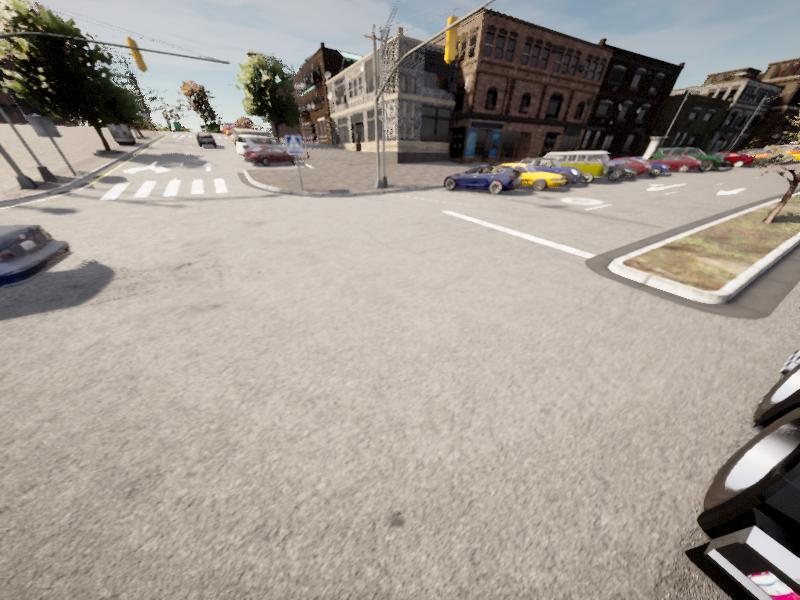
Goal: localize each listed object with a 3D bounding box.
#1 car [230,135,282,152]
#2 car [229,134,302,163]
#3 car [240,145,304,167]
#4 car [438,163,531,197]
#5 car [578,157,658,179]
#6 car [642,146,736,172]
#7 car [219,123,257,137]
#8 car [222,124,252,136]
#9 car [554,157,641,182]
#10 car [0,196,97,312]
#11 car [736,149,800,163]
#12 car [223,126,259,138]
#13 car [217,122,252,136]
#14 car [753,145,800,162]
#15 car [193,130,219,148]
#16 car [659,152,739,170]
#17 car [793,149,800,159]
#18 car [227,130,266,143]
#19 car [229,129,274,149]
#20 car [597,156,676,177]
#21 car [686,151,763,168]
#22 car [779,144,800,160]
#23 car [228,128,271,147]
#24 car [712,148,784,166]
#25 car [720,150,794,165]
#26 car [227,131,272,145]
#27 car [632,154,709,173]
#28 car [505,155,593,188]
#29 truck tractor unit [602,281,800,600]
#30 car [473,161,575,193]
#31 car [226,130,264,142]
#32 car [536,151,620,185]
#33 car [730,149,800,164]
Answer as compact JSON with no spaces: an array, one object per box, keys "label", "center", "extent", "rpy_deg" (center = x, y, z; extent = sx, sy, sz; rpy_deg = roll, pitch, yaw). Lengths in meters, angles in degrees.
[{"label":"car","center":[-18.183,-19.912,29.369],"extent":[2.231,1.521,4.892],"rpy_deg":[27,42,27]},{"label":"car","center":[-13.291,-15.307,23.296],"extent":[2.435,2.045,5.566],"rpy_deg":[27,42,27]},{"label":"car","center":[-11.702,-13.455,21.471],"extent":[2.002,1.452,4.674],"rpy_deg":[27,42,27]},{"label":"car","center":[5.084,-7.640,14.479],"extent":[4.792,1.488,2.163],"rpy_deg":[25,41,35]},{"label":"car","center":[18.599,-11.433,19.929],"extent":[4.674,1.452,2.002],"rpy_deg":[26,42,36]},{"label":"car","center":[29.539,-14.635,24.004],"extent":[2.435,2.045,5.566],"rpy_deg":[-29,41,-36]},{"label":"car","center":[-32.835,-34.546,46.999],"extent":[2.435,2.045,5.566],"rpy_deg":[27,41,26]},{"label":"car","center":[-34.523,-36.053,49.049],"extent":[2.185,1.767,4.553],"rpy_deg":[26,41,27]},{"label":"car","center":[15.885,-10.710,18.824],"extent":[4.892,1.521,2.231],"rpy_deg":[26,41,36]},{"label":"car","center":[-9.020,-0.276,3.256],"extent":[5.357,1.411,2.033],"rpy_deg":[-18,38,-24]},{"label":"car","center":[51.572,-20.009,32.096],"extent":[1.946,1.575,5.366],"rpy_deg":[-27,40,-34]},{"label":"car","center":[-31.077,-32.842,45.322],"extent":[1.946,1.575,5.366],"rpy_deg":[27,41,27]},{"label":"car","center":[-37.818,-39.177,52.937],"extent":[2.435,2.045,5.566],"rpy_deg":[23,38,30]},{"label":"car","center":[54.568,-20.740,32.719],"extent":[1.878,1.987,4.442],"rpy_deg":[-26,40,-34]},{"label":"car","center":[-25.095,-20.889,29.967],"extent":[2.128,1.511,4.902],"rpy_deg":[-19,42,-28]},{"label":"car","center":[32.269,-15.153,25.184],"extent":[2.097,1.535,5.008],"rpy_deg":[-28,41,-36]},{"label":"car","center":[71.205,-24.709,38.293],"extent":[2.435,2.045,5.566],"rpy_deg":[-27,40,-34]},{"label":"car","center":[-24.655,-26.320,37.333],"extent":[2.002,1.452,4.674],"rpy_deg":[27,42,27]},{"label":"car","center":[-19.845,-21.652,31.141],"extent":[1.878,1.987,4.442],"rpy_deg":[28,42,27]},{"label":"car","center":[21.318,-12.191,21.016],"extent":[4.674,1.452,2.002],"rpy_deg":[27,42,37]},{"label":"car","center":[37.791,-16.556,27.183],"extent":[2.097,1.535,5.008],"rpy_deg":[-28,41,-35]},{"label":"car","center":[65.630,-23.414,36.465],"extent":[2.435,2.045,5.566],"rpy_deg":[-27,40,-34]},{"label":"car","center":[-21.468,-23.262,33.127],"extent":[1.878,1.987,4.442],"rpy_deg":[28,42,27]},{"label":"car","center":[43.350,-18.028,29.056],"extent":[2.185,1.767,4.553],"rpy_deg":[-28,41,-35]},{"label":"car","center":[46.131,-18.602,30.092],"extent":[2.231,1.521,4.892],"rpy_deg":[-27,41,-34]},{"label":"car","center":[-22.923,-24.825,35.446],"extent":[1.946,1.575,5.366],"rpy_deg":[27,42,27]},{"label":"car","center":[26.777,-13.668,23.130],"extent":[4.674,1.452,2.002],"rpy_deg":[27,43,37]},{"label":"car","center":[10.467,-9.274,16.542],"extent":[4.553,1.767,2.185],"rpy_deg":[26,41,35]},{"label":"truck tractor unit","center":[5.108,-0.304,0.771],"extent":[6.516,4.208,3.053],"rpy_deg":[-18,37,-23]},{"label":"car","center":[7.943,-8.306,15.346],"extent":[5.366,1.575,1.946],"rpy_deg":[25,41,35]},{"label":"car","center":[-26.292,-27.926,39.311],"extent":[2.002,1.452,4.674],"rpy_deg":[27,42,27]},{"label":"car","center":[13.267,-10.087,17.524],"extent":[4.442,1.987,1.878],"rpy_deg":[26,41,36]},{"label":"car","center":[48.910,-19.281,31.055],"extent":[2.097,1.535,5.008],"rpy_deg":[-27,40,-35]}]
